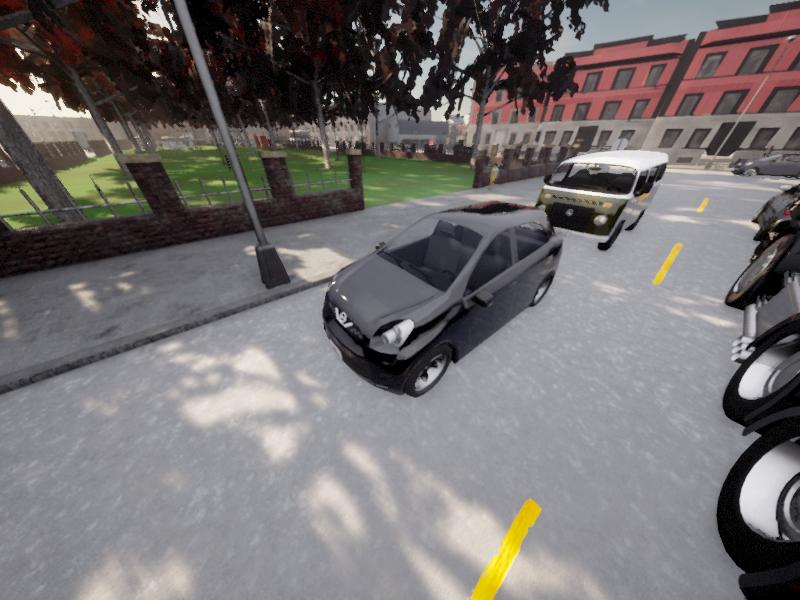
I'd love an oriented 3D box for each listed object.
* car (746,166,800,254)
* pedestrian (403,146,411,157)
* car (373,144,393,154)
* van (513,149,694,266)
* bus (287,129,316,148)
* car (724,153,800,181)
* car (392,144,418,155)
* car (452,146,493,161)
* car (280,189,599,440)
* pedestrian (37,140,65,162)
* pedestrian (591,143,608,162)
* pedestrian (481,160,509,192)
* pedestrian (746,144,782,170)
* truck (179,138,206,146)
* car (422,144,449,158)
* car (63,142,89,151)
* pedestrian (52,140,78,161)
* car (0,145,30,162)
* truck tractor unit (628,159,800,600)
[{"bbox_3d":[11.446,-2.463,6.187,3.988,1.617,1.851,-25,42,-31],"label":"car"},{"bbox_3d":[0.972,-21.394,33.237,0.751,1.300,0.751,-25,42,-31],"label":"pedestrian"},{"bbox_3d":[-3.184,-28.619,43.613,1.970,1.475,3.806,-25,42,-31],"label":"car"},{"bbox_3d":[5.528,-2.842,6.307,4.480,2.038,2.069,-25,42,-31],"label":"van"},{"bbox_3d":[-29.747,-48.455,69.376,3.944,4.253,10.273,-25,42,-32],"label":"bus"},{"bbox_3d":[26.962,-9.635,16.628,3.633,1.501,1.845,21,40,27],"label":"car"},{"bbox_3d":[0.767,-25.871,39.666,2.007,1.525,4.514,-25,42,-31],"label":"car"},{"bbox_3d":[9.603,-19.662,30.877,1.837,1.490,4.892,-26,43,-32],"label":"car"},{"bbox_3d":[0.724,-0.395,3.217,3.633,1.501,1.845,-25,42,-31],"label":"car"},{"bbox_3d":[-35.898,-15.330,23.804,0.751,1.860,0.751,26,43,32],"label":"pedestrian"},{"bbox_3d":[23.168,-17.162,26.855,0.751,1.860,0.751,-25,42,-32],"label":"pedestrian"},{"bbox_3d":[4.675,-6.153,11.460,0.751,1.300,0.751,-25,42,-32],"label":"pedestrian"},{"bbox_3d":[31.989,-12.579,20.364,0.751,1.860,0.751,24,42,30],"label":"pedestrian"},{"bbox_3d":[-69.535,-53.057,77.546,6.274,2.098,2.390,-25,42,-31],"label":"truck"},{"bbox_3d":[5.332,-22.683,35.115,1.789,1.549,3.705,-25,42,-31],"label":"car"},{"bbox_3d":[-64.092,-30.379,45.781,1.994,1.385,4.181,-25,42,-31],"label":"car"},{"bbox_3d":[-36.969,-16.521,25.500,0.751,1.860,0.751,-25,42,-32],"label":"pedestrian"},{"bbox_3d":[-43.898,-16.297,25.642,1.845,1.501,3.633,-25,42,-32],"label":"car"},{"bbox_3d":[4.925,-0.451,1.013,6.516,4.208,3.053,-25,42,-32],"label":"truck tractor unit"}]
